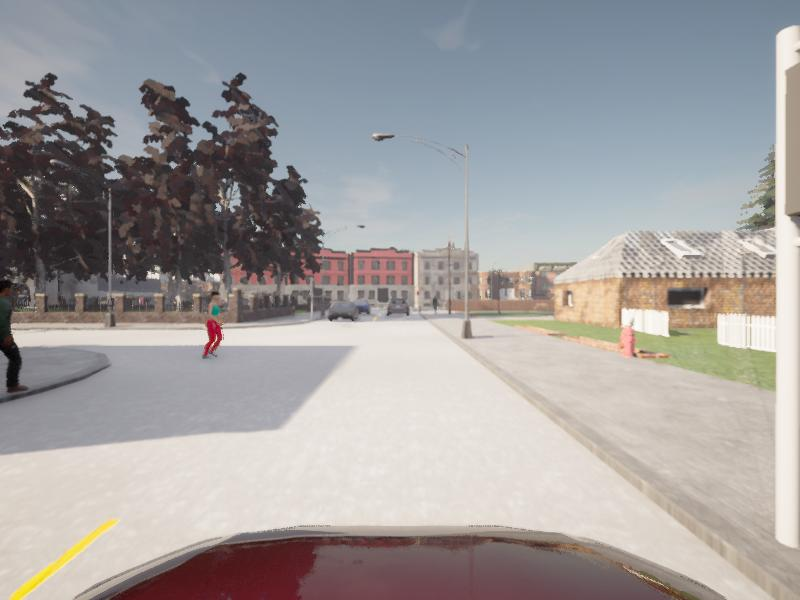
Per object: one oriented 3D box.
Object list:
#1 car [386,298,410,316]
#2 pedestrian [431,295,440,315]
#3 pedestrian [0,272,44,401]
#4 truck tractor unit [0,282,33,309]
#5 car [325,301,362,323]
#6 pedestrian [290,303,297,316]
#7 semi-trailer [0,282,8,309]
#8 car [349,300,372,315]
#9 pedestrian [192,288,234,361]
[{"bbox_3d":[-0.127,0.669,40.162,2.242,1.667,4.611,0,0,1],"label":"car"},{"bbox_3d":[3.389,0.448,38.317,0.751,1.860,0.751,0,0,13],"label":"pedestrian"},{"bbox_3d":[-6.104,0.528,6.063,0.751,1.860,0.751,0,0,9],"label":"pedestrian"},{"bbox_3d":[-63.457,-0.654,64.084,6.516,4.208,3.053,0,0,1],"label":"truck tractor unit"},{"bbox_3d":[-4.014,0.830,29.306,2.033,1.411,5.357,0,0,0],"label":"car"},{"bbox_3d":[-9.241,0.838,34.650,0.500,1.100,0.500,0,0,-2],"label":"pedestrian"},{"bbox_3d":[-71.369,-0.753,64.097,14.254,4.402,2.717,0,0,0],"label":"semi-trailer"},{"bbox_3d":[-4.049,0.731,41.627,1.882,1.535,5.008,0,0,-1],"label":"car"},{"bbox_3d":[-4.923,0.614,10.574,0.751,1.860,0.751,0,0,-2],"label":"pedestrian"}]
